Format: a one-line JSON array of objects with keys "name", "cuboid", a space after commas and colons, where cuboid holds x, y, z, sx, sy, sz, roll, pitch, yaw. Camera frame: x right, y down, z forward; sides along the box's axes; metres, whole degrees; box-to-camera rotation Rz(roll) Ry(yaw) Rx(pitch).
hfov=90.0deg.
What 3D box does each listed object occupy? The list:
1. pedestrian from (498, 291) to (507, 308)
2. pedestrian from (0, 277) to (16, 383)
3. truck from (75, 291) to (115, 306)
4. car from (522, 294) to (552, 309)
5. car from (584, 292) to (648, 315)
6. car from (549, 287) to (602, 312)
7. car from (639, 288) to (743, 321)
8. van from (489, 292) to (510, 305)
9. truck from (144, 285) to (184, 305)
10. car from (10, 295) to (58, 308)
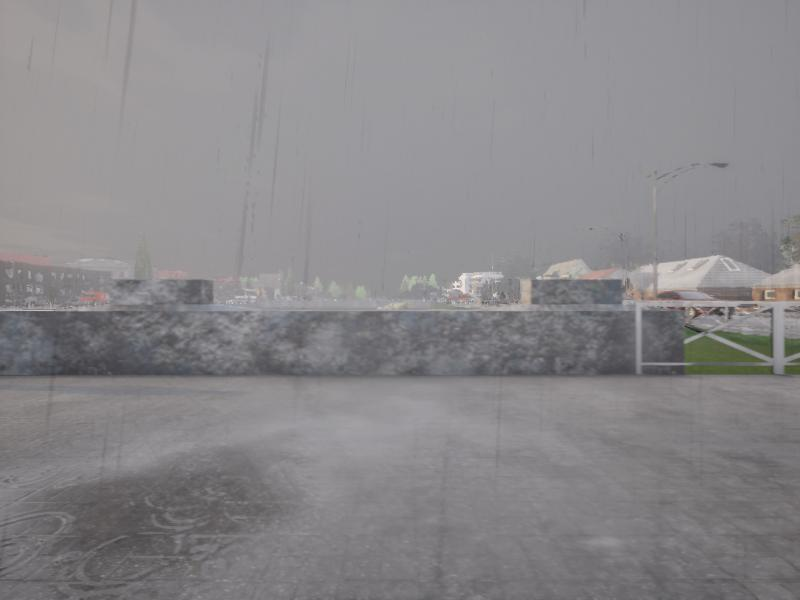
[{"name": "pedestrian", "cuboid": [11.355, -0.071, 44.261, 0.751, 1.860, 0.751, 0, 0, 0]}, {"name": "pedestrian", "cuboid": [-4.394, 0.315, 4.070, 0.500, 1.100, 0.500, 0, 0, 0]}, {"name": "truck", "cuboid": [-50.636, -0.224, 66.516, 2.627, 2.467, 5.204, 0, 0, 0]}, {"name": "car", "cuboid": [15.033, 0.182, 44.108, 1.851, 1.617, 3.988, 0, 0, 0]}, {"name": "car", "cuboid": [15.038, 0.223, 28.178, 2.007, 1.525, 4.514, 0, 0, 0]}, {"name": "car", "cuboid": [15.036, -0.037, 34.639, 2.150, 2.045, 5.566, 0, 0, 0]}, {"name": "car", "cuboid": [15.070, 0.217, 21.135, 1.882, 1.535, 5.008, 0, 0, 0]}, {"name": "van", "cuboid": [19.030, -0.234, 76.623, 2.351, 2.431, 6.366, 0, 0, 0]}, {"name": "truck", "cuboid": [-46.638, -0.906, 79.294, 2.891, 3.827, 8.468, 0, 0, 0]}, {"name": "car", "cuboid": [-50.629, 0.192, 55.486, 1.930, 1.638, 5.238, 0, 0, 0]}]
